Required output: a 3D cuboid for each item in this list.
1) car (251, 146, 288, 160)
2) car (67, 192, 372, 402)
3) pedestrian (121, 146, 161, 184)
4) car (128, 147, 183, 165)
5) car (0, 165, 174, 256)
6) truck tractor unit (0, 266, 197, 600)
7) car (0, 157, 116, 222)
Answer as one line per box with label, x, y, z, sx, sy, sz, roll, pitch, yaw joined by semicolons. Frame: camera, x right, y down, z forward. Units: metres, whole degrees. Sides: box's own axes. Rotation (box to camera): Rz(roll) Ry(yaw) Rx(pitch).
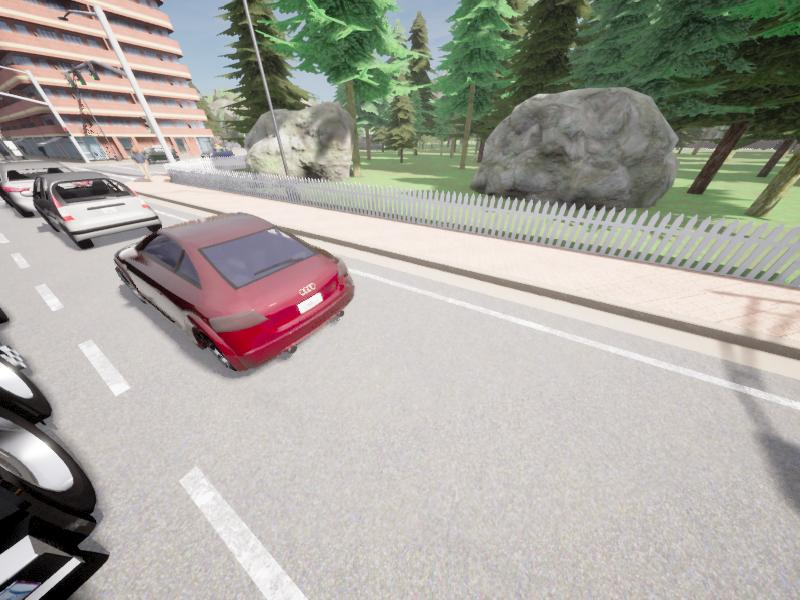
car;-18.709;-21.290;33.382;2.033;1.411;5.357;3;35;5
car;-2.772;-0.596;3.675;4.181;1.385;1.994;20;40;26
pedestrian;-15.094;-7.912;13.530;0.751;1.860;0.751;-23;41;-29
car;-27.801;-16.511;26.447;1.789;1.549;3.705;11;36;15
car;-8.950;-2.774;6.640;3.988;1.617;1.851;18;39;25
truck tractor unit;-5.114;-0.298;0.774;6.516;4.208;3.053;18;39;24
car;-14.320;-4.612;9.262;4.611;1.667;2.242;19;39;25
